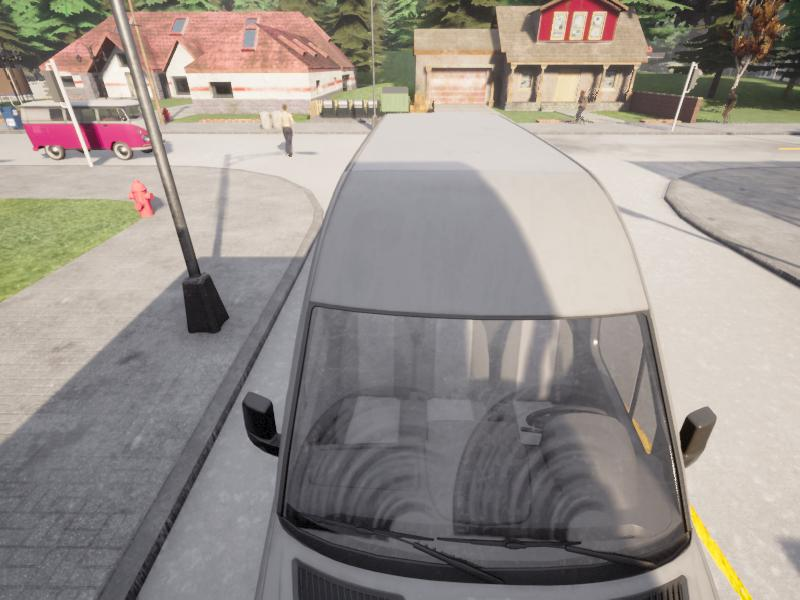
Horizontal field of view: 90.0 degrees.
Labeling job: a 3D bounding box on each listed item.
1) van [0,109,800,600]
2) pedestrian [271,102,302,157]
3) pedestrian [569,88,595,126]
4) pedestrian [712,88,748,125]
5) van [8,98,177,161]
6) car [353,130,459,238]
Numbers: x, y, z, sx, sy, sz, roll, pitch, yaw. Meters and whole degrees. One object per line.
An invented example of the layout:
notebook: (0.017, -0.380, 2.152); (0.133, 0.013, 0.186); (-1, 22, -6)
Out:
van: (0.418, 0.049, 3.431); (1.988, 2.561, 5.915); (1, 30, 2)
pedestrian: (-4.298, -6.488, 15.239); (0.751, 1.860, 0.751); (-2, 30, -3)
pedestrian: (10.225, -10.879, 22.554); (0.751, 1.860, 0.751); (-1, 30, -2)
pedestrian: (18.702, -10.968, 22.706); (0.751, 1.860, 0.751); (1, 30, 1)
van: (-11.352, -6.449, 15.094); (4.442, 1.987, 1.775); (0, 30, 1)
car: (-0.058, -2.928, 9.493); (1.789, 1.549, 3.705); (-5, 31, -8)
